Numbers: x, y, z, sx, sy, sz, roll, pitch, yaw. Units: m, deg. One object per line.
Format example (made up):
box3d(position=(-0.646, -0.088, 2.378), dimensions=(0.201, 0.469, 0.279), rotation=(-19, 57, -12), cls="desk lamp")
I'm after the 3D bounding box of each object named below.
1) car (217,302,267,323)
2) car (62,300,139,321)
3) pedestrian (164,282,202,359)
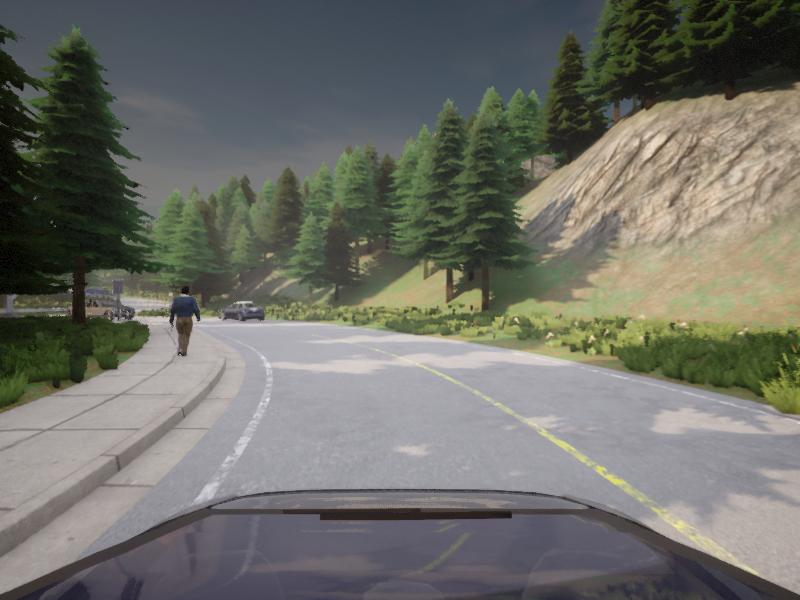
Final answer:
box3d(position=(-12.209, 0.891, 30.816), dimensions=(3.806, 1.475, 1.970), rotation=(0, 0, 40), cls="car")
box3d(position=(-24.150, 0.824, 32.325), dimensions=(5.027, 1.651, 2.152), rotation=(0, 0, 10), cls="car")
box3d(position=(-5.452, 0.498, 10.096), dimensions=(0.751, 1.860, 0.751), rotation=(0, 0, -22), cls="pedestrian")
